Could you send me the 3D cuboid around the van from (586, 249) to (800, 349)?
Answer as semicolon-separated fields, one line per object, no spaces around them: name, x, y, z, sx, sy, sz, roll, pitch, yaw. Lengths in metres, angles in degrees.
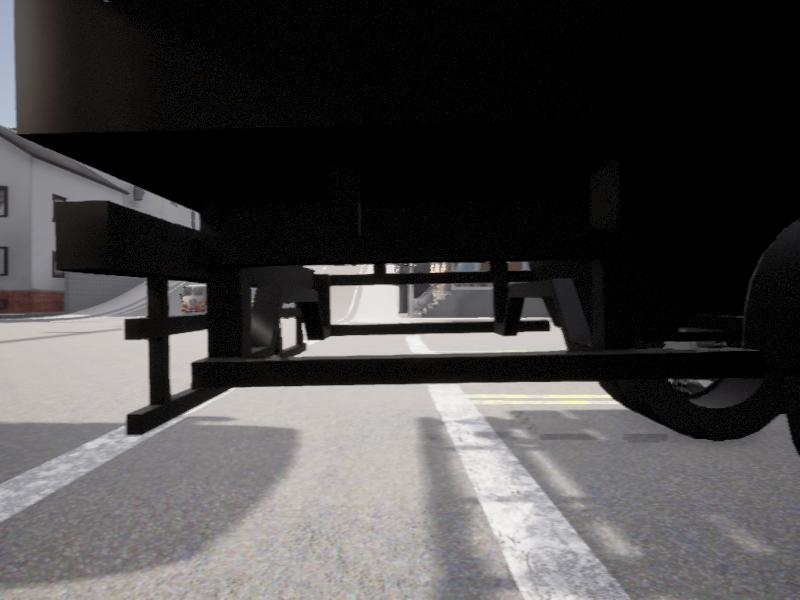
van;7.002;-0.026;9.202;4.480;2.038;2.069;0;0;0

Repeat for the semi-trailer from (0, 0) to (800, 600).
semi-trailer;6.015;-1.254;2.202;14.254;4.402;2.717;-1;0;1

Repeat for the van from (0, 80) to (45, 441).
van;-5.793;-0.280;2.196;5.915;2.561;1.988;0;0;0

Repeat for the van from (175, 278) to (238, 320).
van;-11.990;-0.182;25.147;1.775;1.987;4.442;0;9;-1

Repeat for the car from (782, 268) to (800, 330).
car;15.923;-0.026;12.681;5.566;2.045;2.150;0;0;0

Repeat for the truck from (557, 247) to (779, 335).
truck;8.058;-0.240;12.579;5.204;2.467;2.627;0;0;1
